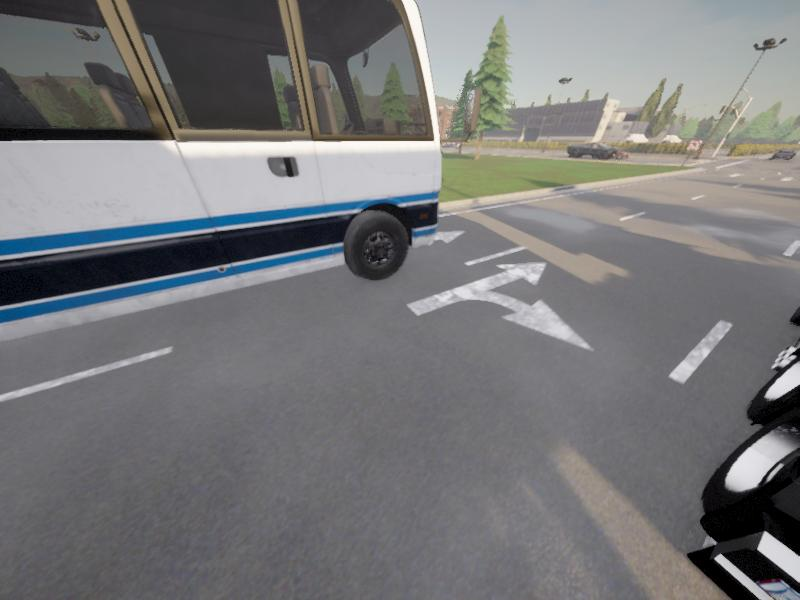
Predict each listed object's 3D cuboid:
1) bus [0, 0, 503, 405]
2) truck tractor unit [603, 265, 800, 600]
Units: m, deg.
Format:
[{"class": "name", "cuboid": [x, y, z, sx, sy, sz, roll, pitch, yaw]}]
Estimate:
[{"class": "bus", "cuboid": [-4.169, -1.947, 3.069, 10.273, 4.253, 3.944, -18, 39, -24]}, {"class": "truck tractor unit", "cuboid": [5.109, -0.303, 0.796, 6.516, 4.208, 3.053, -18, 38, -24]}]
